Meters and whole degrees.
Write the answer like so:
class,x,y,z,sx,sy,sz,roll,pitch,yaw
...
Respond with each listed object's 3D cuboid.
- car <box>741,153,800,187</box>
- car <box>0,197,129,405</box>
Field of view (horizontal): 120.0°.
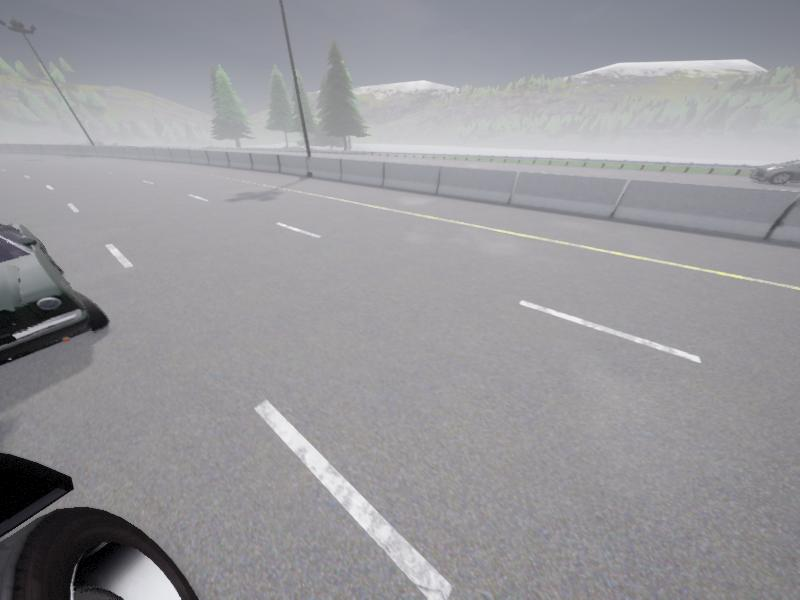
class,x,y,z,sx,sy,sz,roll,pitch,yaw
car,24.239,-7.456,13.370,4.514,1.525,2.007,23,41,28
car,-6.060,-0.208,3.040,4.718,1.301,1.895,20,40,26
